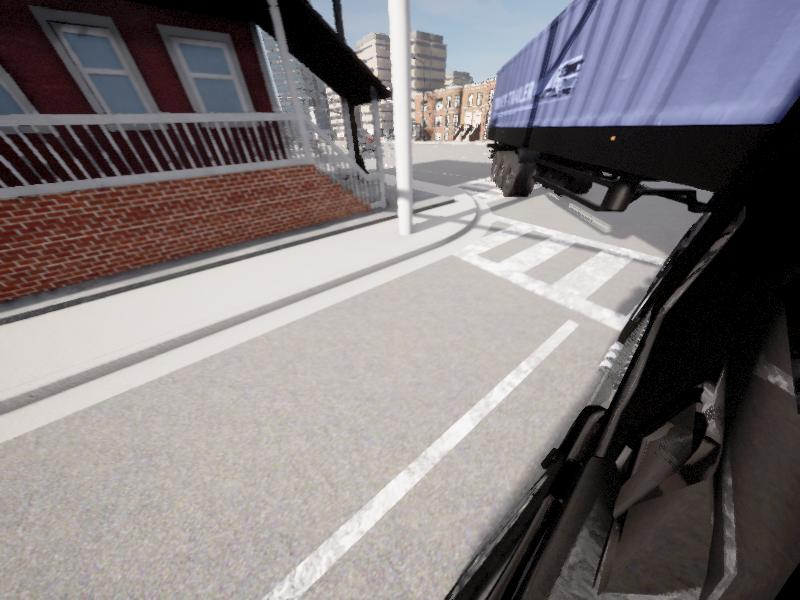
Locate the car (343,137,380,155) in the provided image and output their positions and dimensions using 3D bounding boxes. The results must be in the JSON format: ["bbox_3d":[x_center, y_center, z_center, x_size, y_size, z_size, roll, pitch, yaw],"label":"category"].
[{"bbox_3d":[-4.696,-18.547,27.708,2.038,1.542,4.974,-26,42,-27],"label":"car"}]

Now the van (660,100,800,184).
[{"bbox_3d":[14.894,-5.854,8.519,6.366,2.431,2.351,19,42,26],"label":"van"}]

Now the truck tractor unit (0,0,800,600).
[{"bbox_3d":[2.645,-0.295,0.352,6.516,4.208,3.053,-28,44,-30],"label":"truck tractor unit"}]

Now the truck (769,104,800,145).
[{"bbox_3d":[33.214,-14.706,18.023,8.468,3.827,2.891,-26,42,-27],"label":"truck"}]

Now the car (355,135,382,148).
[{"bbox_3d":[-5.163,-25.874,37.602,1.882,1.535,5.008,-26,42,-28],"label":"car"}]

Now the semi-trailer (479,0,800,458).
[{"bbox_3d":[4.889,-4.737,6.001,2.717,4.402,14.254,3,37,7],"label":"semi-trailer"}]

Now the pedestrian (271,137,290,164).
[{"bbox_3d":[-10.223,-12.807,19.773,0.751,1.860,0.751,-21,40,-23],"label":"pedestrian"}]
